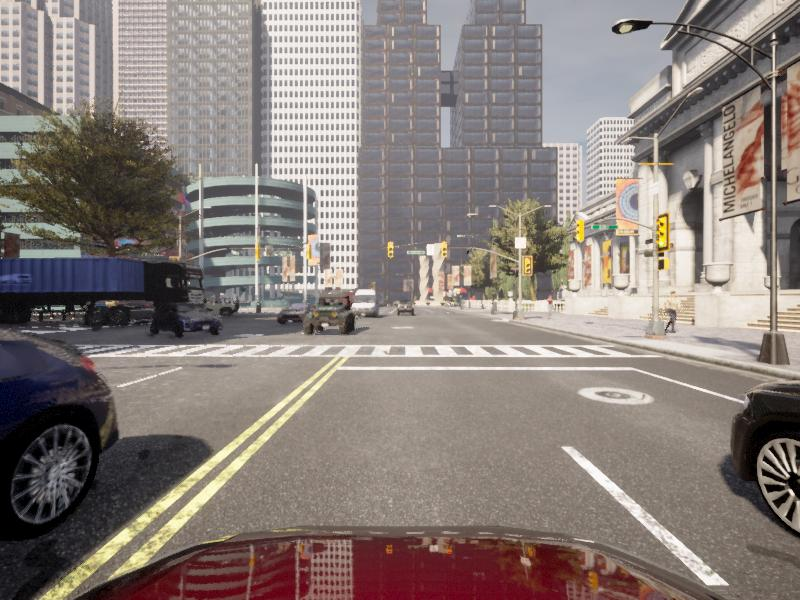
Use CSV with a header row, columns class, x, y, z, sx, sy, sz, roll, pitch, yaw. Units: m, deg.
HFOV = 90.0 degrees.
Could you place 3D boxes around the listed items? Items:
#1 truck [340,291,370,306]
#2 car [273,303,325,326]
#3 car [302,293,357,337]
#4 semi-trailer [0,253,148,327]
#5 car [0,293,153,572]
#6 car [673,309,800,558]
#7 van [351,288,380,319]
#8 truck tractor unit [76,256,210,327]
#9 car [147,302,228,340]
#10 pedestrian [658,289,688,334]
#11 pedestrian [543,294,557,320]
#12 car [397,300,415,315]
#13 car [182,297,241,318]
class,x,y,z,sx,sy,sz,roll,pitch,yaw
truck,-11.685,-0.325,103.308,8.468,3.827,2.891,0,0,40
car,-6.623,0.895,26.916,2.033,1.411,5.357,0,0,1
car,-3.237,0.646,19.071,1.905,1.878,3.866,0,0,1
semi-trailer,-23.997,-0.618,25.619,14.254,4.402,2.717,0,0,2
car,-3.454,0.781,1.289,2.152,1.651,5.027,0,0,1
car,3.511,0.836,1.169,2.128,1.511,4.902,0,0,1
van,-2.998,0.321,35.977,1.988,2.561,5.915,0,0,1
truck tractor unit,-16.087,-0.521,25.406,6.516,4.208,3.053,0,0,0
car,-9.677,0.854,18.066,4.193,1.474,1.816,0,0,41
pedestrian,11.495,0.485,16.872,0.751,1.860,0.751,0,0,-8
pedestrian,10.715,0.485,28.569,0.751,1.860,0.751,0,0,0
car,0.626,0.788,44.003,1.851,1.617,3.988,0,0,1
car,-17.450,0.651,37.248,4.605,1.855,1.932,0,1,-13
